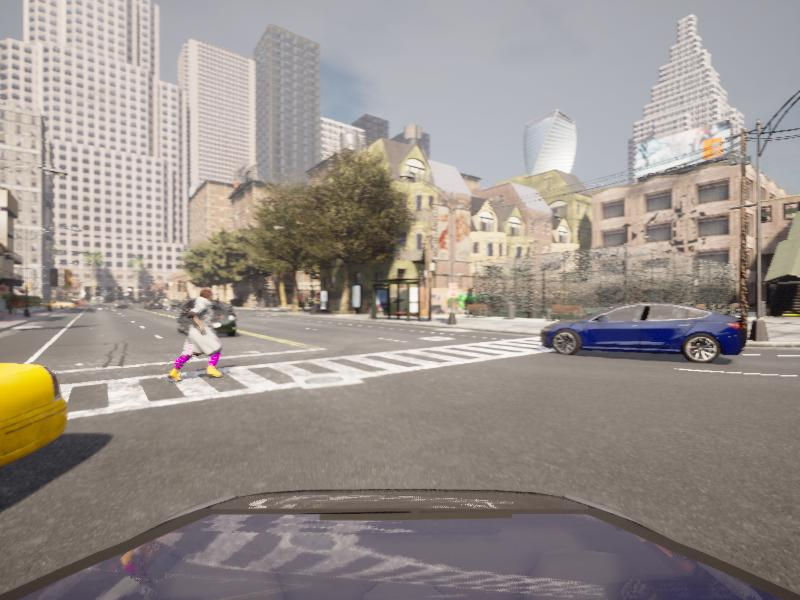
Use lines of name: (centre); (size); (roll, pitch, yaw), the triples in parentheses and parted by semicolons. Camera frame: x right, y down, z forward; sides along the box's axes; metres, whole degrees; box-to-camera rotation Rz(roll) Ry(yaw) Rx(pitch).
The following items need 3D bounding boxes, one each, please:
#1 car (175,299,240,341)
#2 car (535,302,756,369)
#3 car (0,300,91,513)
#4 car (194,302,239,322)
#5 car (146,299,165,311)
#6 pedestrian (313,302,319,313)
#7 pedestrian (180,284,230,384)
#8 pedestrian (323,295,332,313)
car: (-8.603, 0.773, 17.709); (1.851, 1.617, 3.988); (0, 0, -37)
car: (6.435, 0.809, 11.102); (4.792, 1.488, 2.163); (0, 0, 29)
car: (-3.700, 0.806, 1.224); (1.801, 1.575, 5.366); (0, 0, -6)
car: (-14.366, 0.867, 31.080); (2.033, 1.411, 5.357); (0, 0, -37)
car: (-37.775, 0.748, 61.856); (2.033, 1.649, 4.856); (0, 0, -37)
pedestrian: (-9.030, 0.799, 43.091); (0.500, 1.100, 0.500); (0, 0, -29)
pedestrian: (-3.868, 0.629, 7.931); (0.751, 1.860, 0.751); (0, 0, -38)
pedestrian: (-7.589, 0.418, 41.930); (0.751, 1.860, 0.751); (0, 0, -31)
